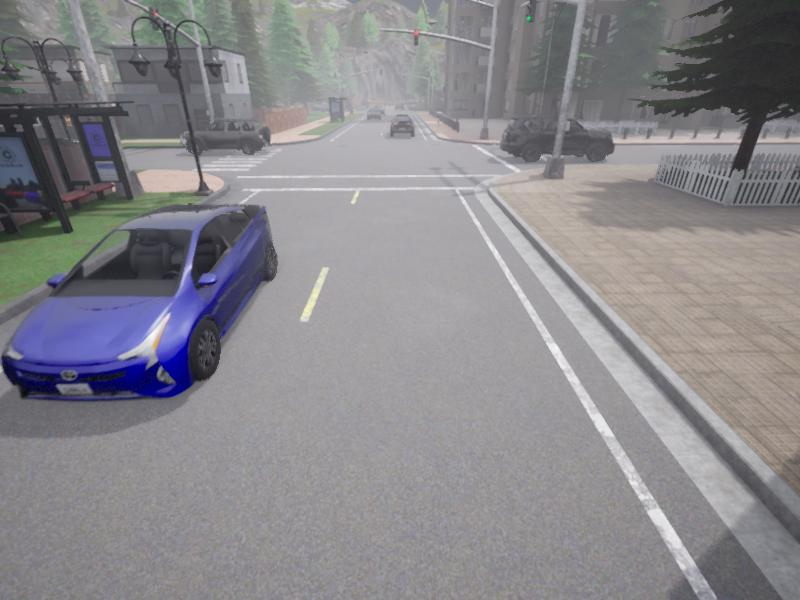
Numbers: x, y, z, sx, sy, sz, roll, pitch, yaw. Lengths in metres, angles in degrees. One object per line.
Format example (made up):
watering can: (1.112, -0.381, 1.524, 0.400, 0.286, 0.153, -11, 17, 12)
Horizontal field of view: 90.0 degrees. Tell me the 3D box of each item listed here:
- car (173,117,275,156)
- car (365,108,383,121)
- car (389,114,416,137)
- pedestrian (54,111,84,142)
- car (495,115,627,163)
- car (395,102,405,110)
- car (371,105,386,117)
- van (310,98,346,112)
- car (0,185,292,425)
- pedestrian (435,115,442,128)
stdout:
car: (-9.708, -9.215, 22.461, 4.605, 1.855, 1.932, -1, 27, -3)
car: (-3.422, -24.780, 53.319, 2.033, 1.411, 5.357, 0, 27, 0)
car: (0.176, -14.667, 33.477, 2.038, 1.542, 4.974, 0, 27, 0)
pedestrian: (-22.046, -11.555, 26.681, 0.751, 1.860, 0.751, 4, 27, 8)
car: (7.978, -8.220, 20.388, 5.566, 2.045, 2.150, -1, 27, -2)
car: (-0.084, -42.390, 87.483, 2.128, 1.511, 4.902, 0, 27, 0)
car: (-3.473, -30.517, 64.473, 2.152, 1.651, 5.027, 0, 27, 0)
van: (-13.943, -37.975, 77.841, 6.366, 2.431, 2.351, -1, 27, -1)
car: (-3.192, -0.423, 5.772, 2.007, 1.525, 4.514, 0, 27, 0)
pedestrian: (3.650, -16.972, 38.049, 0.500, 1.100, 0.500, 8, 28, 16)
